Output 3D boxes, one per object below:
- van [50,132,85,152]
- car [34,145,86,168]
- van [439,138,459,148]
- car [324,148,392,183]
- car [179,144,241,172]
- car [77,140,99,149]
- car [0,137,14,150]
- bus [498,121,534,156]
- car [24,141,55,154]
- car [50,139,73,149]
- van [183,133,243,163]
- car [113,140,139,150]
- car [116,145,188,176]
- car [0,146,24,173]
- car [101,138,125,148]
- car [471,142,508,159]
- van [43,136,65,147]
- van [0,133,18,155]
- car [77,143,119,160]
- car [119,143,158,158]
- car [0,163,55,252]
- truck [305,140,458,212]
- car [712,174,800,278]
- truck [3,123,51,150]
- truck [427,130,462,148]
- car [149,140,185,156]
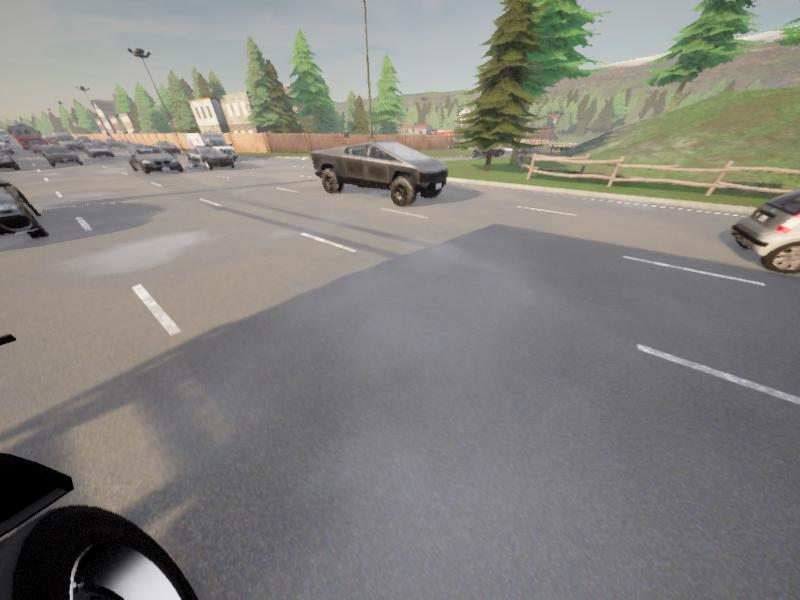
[{"bbox_3d":[-56.614,-26.944,39.322,5.915,2.561,1.988,23,41,29],"label":"van"},{"bbox_3d":[-30.401,-12.926,20.645,4.892,1.490,1.837,23,41,29],"label":"car"},{"bbox_3d":[12.473,-39.676,58.477,4.442,1.987,1.775,23,41,29],"label":"van"},{"bbox_3d":[-2.682,-8.738,14.861,3.988,1.617,1.851,23,41,29],"label":"car"},{"bbox_3d":[-15.643,-11.738,18.965,5.238,1.638,1.930,23,41,29],"label":"car"},{"bbox_3d":[-65.439,-32.684,48.404,3.806,1.475,1.970,23,41,29],"label":"car"},{"bbox_3d":[-71.356,-27.900,41.158,4.605,1.855,1.932,23,41,29],"label":"car"},{"bbox_3d":[19.208,-27.379,39.163,3.944,4.253,10.273,12,37,15],"label":"bus"},{"bbox_3d":[-53.484,-22.698,34.248,3.633,1.501,1.845,23,41,28],"label":"car"},{"bbox_3d":[-67.683,-31.210,46.144,3.633,1.501,1.845,23,41,29],"label":"car"},{"bbox_3d":[-20.284,-16.514,25.006,6.366,2.431,2.351,23,41,29],"label":"van"},{"bbox_3d":[-52.678,-29.790,44.404,5.357,1.411,2.033,23,41,29],"label":"car"},{"bbox_3d":[-18.110,-10.296,16.878,4.611,1.667,2.242,23,41,29],"label":"car"},{"bbox_3d":[-30.821,-10.604,17.364,4.792,1.488,2.163,23,41,29],"label":"car"},{"bbox_3d":[-61.850,-33.823,49.706,4.553,1.767,2.097,23,41,29],"label":"car"},{"bbox_3d":[11.856,-19.909,30.648,4.553,1.767,2.097,-24,42,-30],"label":"car"},{"bbox_3d":[-78.643,-36.015,52.488,4.442,1.987,1.775,23,41,29],"label":"van"},{"bbox_3d":[-56.544,-21.864,32.262,6.366,2.431,2.351,23,41,29],"label":"van"},{"bbox_3d":[-36.119,-17.796,27.577,5.357,1.411,2.033,23,41,29],"label":"car"},{"bbox_3d":[-33.556,-19.207,29.598,5.357,1.411,2.033,23,41,28],"label":"car"},{"bbox_3d":[-11.626,-2.550,6.004,5.027,1.651,2.152,23,41,28],"label":"car"},{"bbox_3d":[-1.028,-5.746,10.212,6.274,2.098,2.390,23,41,29],"label":"truck"},{"bbox_3d":[9.449,-1.115,4.172,3.988,1.617,1.851,23,41,29],"label":"car"},{"bbox_3d":[-67.646,-29.624,41.935,8.468,3.827,2.891,23,41,29],"label":"truck"},{"bbox_3d":[11.717,-43.256,61.941,8.468,3.827,2.891,23,41,29],"label":"truck"},{"bbox_3d":[-33.217,-21.660,32.861,5.238,1.638,1.930,23,41,28],"label":"car"}]
